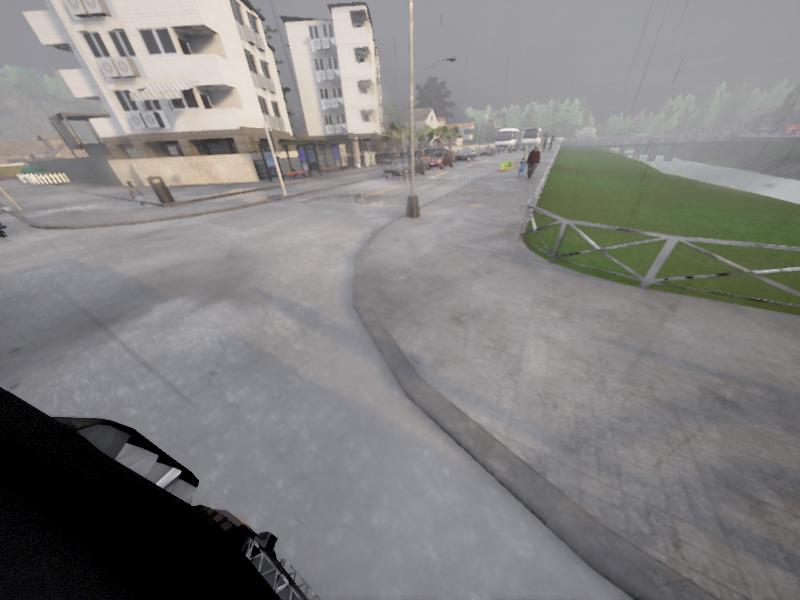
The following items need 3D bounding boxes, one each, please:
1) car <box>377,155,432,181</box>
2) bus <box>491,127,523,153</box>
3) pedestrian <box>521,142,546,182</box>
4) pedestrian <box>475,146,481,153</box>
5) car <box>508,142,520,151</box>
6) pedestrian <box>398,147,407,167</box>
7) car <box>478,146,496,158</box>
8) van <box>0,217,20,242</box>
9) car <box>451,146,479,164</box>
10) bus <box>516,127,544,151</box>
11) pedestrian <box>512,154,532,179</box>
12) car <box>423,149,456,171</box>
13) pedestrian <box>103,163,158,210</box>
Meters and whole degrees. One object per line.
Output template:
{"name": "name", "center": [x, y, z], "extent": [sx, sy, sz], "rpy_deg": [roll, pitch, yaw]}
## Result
{"name": "car", "center": [0.592, -10.827, 18.802], "extent": [2.033, 1.411, 5.357], "rpy_deg": [16, 38, 26]}
{"name": "bus", "center": [23.482, -34.754, 50.310], "extent": [3.944, 4.253, 10.273], "rpy_deg": [16, 38, 26]}
{"name": "pedestrian", "center": [7.581, -7.843, 13.173], "extent": [0.751, 1.860, 0.751], "rpy_deg": [16, 38, 25]}
{"name": "pedestrian", "center": [16.957, -32.772, 50.267], "extent": [0.751, 1.300, 0.751], "rpy_deg": [19, 40, 30]}
{"name": "car", "center": [29.320, -39.527, 59.452], "extent": [1.801, 1.575, 5.366], "rpy_deg": [16, 38, 26]}
{"name": "pedestrian", "center": [0.283, -16.592, 26.793], "extent": [0.751, 1.860, 0.751], "rpy_deg": [-26, 40, -31]}
{"name": "car", "center": [14.589, -24.785, 38.656], "extent": [1.994, 1.385, 4.181], "rpy_deg": [15, 38, 24]}
{"name": "van", "center": [-15.925, -2.903, 7.638], "extent": [4.442, 1.987, 1.775], "rpy_deg": [9, 36, 18]}
{"name": "car", "center": [8.519, -18.836, 29.967], "extent": [1.930, 1.638, 5.238], "rpy_deg": [16, 38, 26]}
{"name": "bus", "center": [30.854, -37.931, 54.507], "extent": [3.944, 4.253, 10.273], "rpy_deg": [16, 38, 26]}
{"name": "pedestrian", "center": [7.634, -8.376, 14.470], "extent": [0.751, 1.300, 0.751], "rpy_deg": [14, 37, 23]}
{"name": "car", "center": [4.106, -14.425, 23.729], "extent": [1.851, 1.617, 3.988], "rpy_deg": [16, 38, 26]}
{"name": "pedestrian", "center": [-12.601, -5.311, 10.863], "extent": [0.751, 1.860, 0.751], "rpy_deg": [12, 36, 21]}
